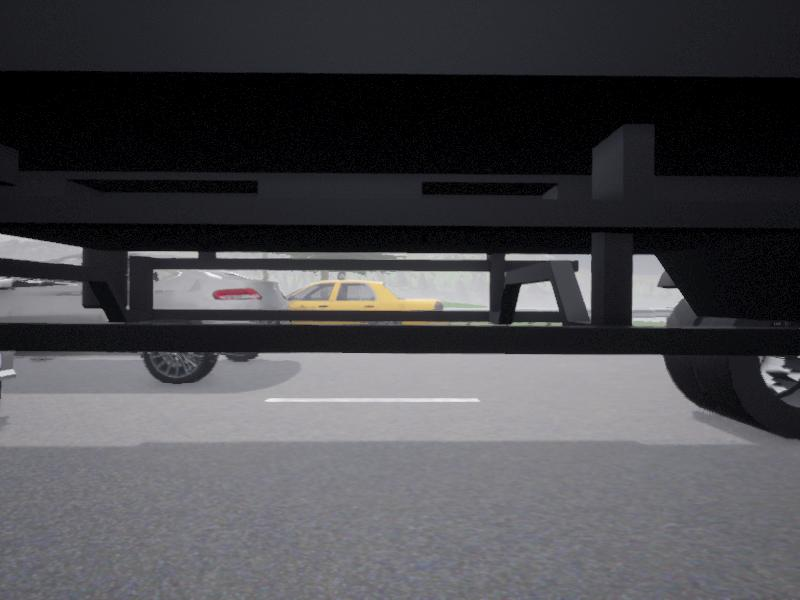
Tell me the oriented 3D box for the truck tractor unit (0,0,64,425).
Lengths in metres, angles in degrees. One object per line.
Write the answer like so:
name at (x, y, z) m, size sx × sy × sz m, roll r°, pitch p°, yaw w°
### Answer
truck tractor unit at (-6.398, -1.123, 2.198) m, size 6.516 × 4.208 × 3.053 m, roll 0°, pitch 1°, yaw 0°

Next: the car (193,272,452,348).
car at (-1.614, 0.202, 9.202) m, size 5.366 × 1.575 × 1.801 m, roll 0°, pitch 0°, yaw 0°

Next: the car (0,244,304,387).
car at (-4.132, 0.180, 5.700) m, size 5.027 × 1.651 × 2.152 m, roll 0°, pitch 0°, yaw 0°

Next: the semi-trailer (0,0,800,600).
semi-trailer at (1.518, -1.218, 2.236) m, size 14.254 × 4.402 × 2.717 m, roll 0°, pitch 0°, yaw 0°
